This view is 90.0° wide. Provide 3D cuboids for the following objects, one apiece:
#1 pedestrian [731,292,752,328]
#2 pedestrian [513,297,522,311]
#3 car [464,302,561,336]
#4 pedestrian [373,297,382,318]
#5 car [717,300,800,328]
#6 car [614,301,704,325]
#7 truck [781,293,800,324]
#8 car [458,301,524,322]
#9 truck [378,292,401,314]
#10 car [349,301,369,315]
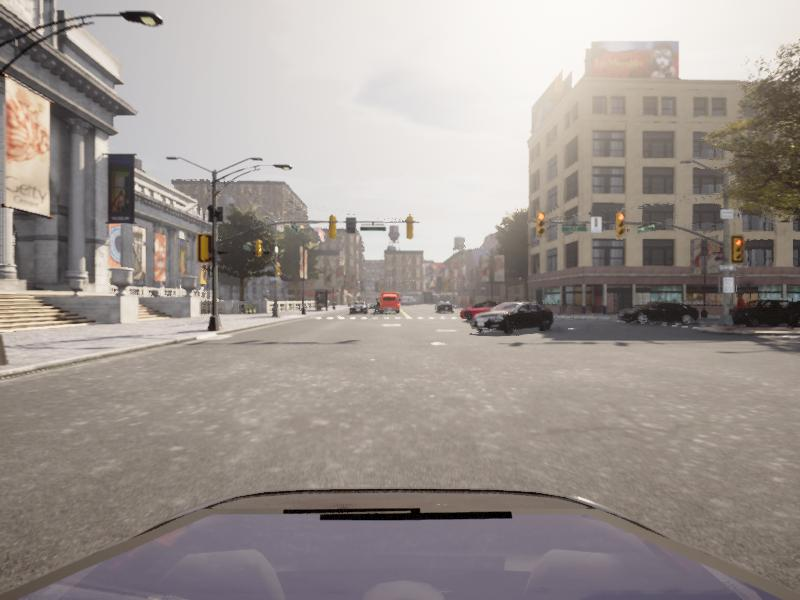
[{"bbox_3d":[18.047,0.501,21.151,0.751,1.860,0.751,0,0,33],"label":"pedestrian"},{"bbox_3d":[14.869,0.500,50.697,0.751,1.860,0.751,0,0,-14],"label":"pedestrian"},{"bbox_3d":[5.634,0.841,19.816,4.902,1.511,2.128,0,0,-38],"label":"car"},{"bbox_3d":[-2.063,0.646,36.083,0.751,1.860,0.751,0,0,-6],"label":"pedestrian"},{"bbox_3d":[21.420,0.797,23.616,3.988,1.617,1.851,0,0,-2],"label":"car"},{"bbox_3d":[17.560,0.856,27.293,4.892,1.490,1.837,0,0,2],"label":"car"},{"bbox_3d":[30.281,0.551,27.348,6.274,2.098,2.390,0,0,-1],"label":"truck"},{"bbox_3d":[6.955,0.838,30.806,4.514,1.525,2.007,0,0,33],"label":"car"},{"bbox_3d":[-1.245,0.369,48.213,2.627,2.467,5.204,0,0,-2],"label":"truck"},{"bbox_3d":[-4.676,0.865,45.647,1.970,1.475,3.806,0,0,-1],"label":"car"}]
